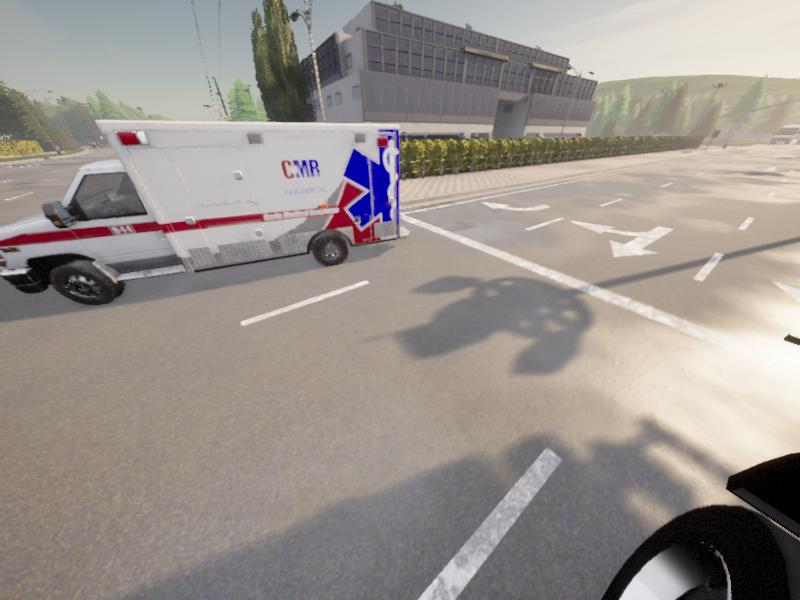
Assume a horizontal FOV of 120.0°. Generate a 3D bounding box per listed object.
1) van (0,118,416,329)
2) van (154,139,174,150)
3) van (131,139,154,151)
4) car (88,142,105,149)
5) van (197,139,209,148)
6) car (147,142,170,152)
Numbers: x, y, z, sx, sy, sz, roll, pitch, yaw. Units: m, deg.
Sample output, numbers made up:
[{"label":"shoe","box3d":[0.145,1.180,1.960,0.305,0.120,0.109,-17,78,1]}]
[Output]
[{"label":"van","box3d":[-3.101,-1.950,4.575,6.366,2.431,2.351,-14,38,-19]},{"label":"van","box3d":[-54.050,-35.629,52.961,2.069,2.038,4.480,-21,40,-26]},{"label":"van","box3d":[-56.251,-33.867,50.489,2.069,2.038,4.480,-21,40,-26]},{"label":"car","box3d":[-83.037,-42.261,63.091,4.674,1.442,1.812,22,41,28]},{"label":"van","box3d":[-52.912,-42.020,62.028,1.775,1.987,4.442,-21,40,-26]},{"label":"car","box3d":[-49.673,-31.556,47.598,2.242,1.667,4.611,-21,40,-26]}]
